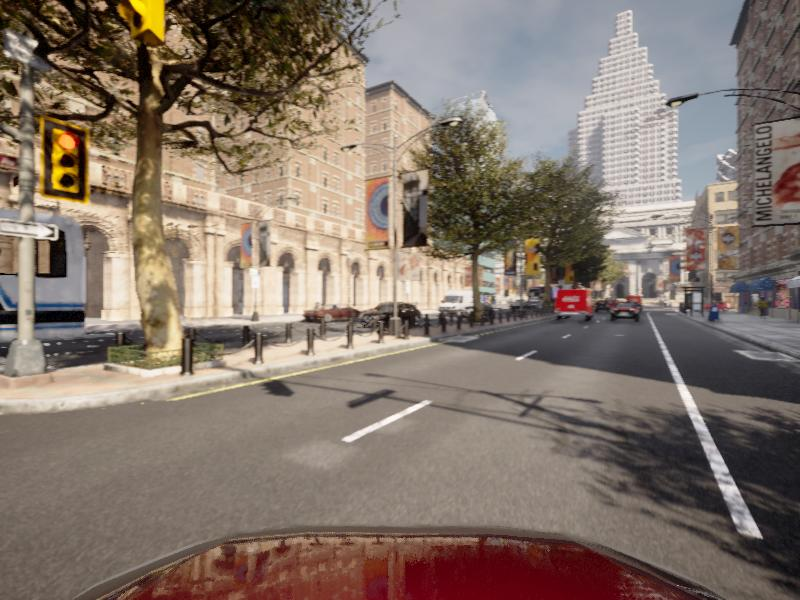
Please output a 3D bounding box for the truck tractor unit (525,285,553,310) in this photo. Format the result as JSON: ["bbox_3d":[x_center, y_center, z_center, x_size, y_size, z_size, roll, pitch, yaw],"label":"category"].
[{"bbox_3d":[25.210,-0.424,72.301,3.053,4.208,6.516,0,0,34],"label":"truck tractor unit"}]

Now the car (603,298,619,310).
[{"bbox_3d":[37.469,0.699,71.071,2.150,2.045,5.566,0,0,31],"label":"car"}]

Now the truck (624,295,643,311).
[{"bbox_3d":[39.517,0.494,67.695,2.627,2.467,5.204,0,0,31],"label":"truck"}]

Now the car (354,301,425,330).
[{"bbox_3d":[-0.475,0.849,23.644,1.837,1.490,4.892,0,0,31],"label":"car"}]

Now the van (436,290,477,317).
[{"bbox_3d":[5.871,0.351,40.949,1.988,2.561,5.915,0,0,31],"label":"van"}]

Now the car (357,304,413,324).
[{"bbox_3d":[-0.993,0.949,29.564,1.895,1.301,4.718,0,0,31],"label":"car"}]

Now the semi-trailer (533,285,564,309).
[{"bbox_3d":[29.503,-0.506,78.947,2.717,4.402,14.254,0,0,32],"label":"semi-trailer"}]

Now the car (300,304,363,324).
[{"bbox_3d":[-4.918,0.932,29.348,1.895,1.301,4.718,0,0,31],"label":"car"}]

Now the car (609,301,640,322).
[{"bbox_3d":[18.417,0.893,32.704,2.038,1.542,4.974,0,0,31],"label":"car"}]

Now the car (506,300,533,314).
[{"bbox_3d":[14.523,0.828,48.517,1.930,1.638,5.238,0,0,31],"label":"car"}]

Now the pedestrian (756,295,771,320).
[{"bbox_3d":[28.385,0.579,31.262,0.751,1.860,0.751,0,0,33],"label":"pedestrian"}]

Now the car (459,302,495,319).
[{"bbox_3d":[6.986,0.884,36.022,1.970,1.475,3.806,0,0,31],"label":"car"}]

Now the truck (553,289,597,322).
[{"bbox_3d":[14.493,0.409,32.967,2.627,2.467,5.204,0,0,31],"label":"truck"}]

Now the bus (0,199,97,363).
[{"bbox_3d":[-13.972,-0.567,9.438,3.944,4.253,10.273,3,1,43],"label":"bus"}]
